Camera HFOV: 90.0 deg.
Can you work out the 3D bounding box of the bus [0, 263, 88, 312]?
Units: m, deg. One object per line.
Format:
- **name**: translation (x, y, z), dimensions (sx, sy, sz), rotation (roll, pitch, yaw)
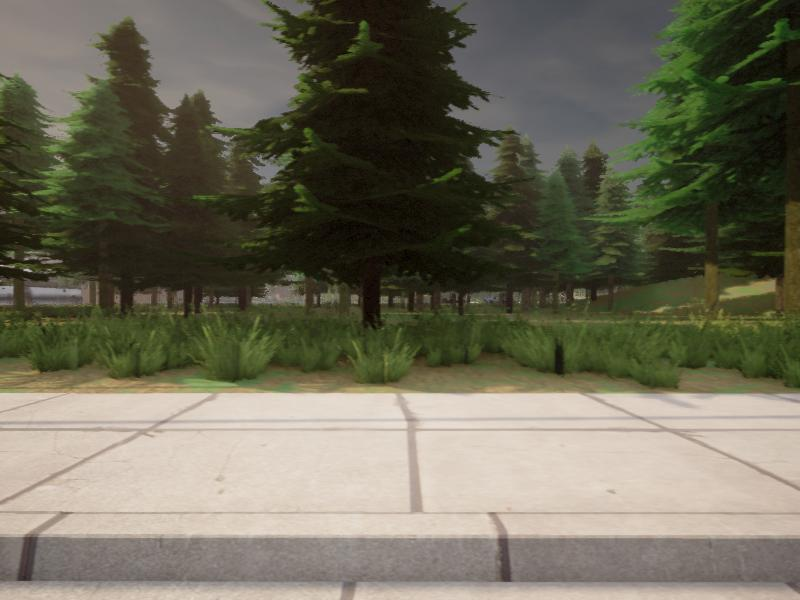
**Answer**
- **bus**: translation (-37.231, -1.093, 40.148), dimensions (3.944, 4.253, 10.273), rotation (0, 0, -1)
